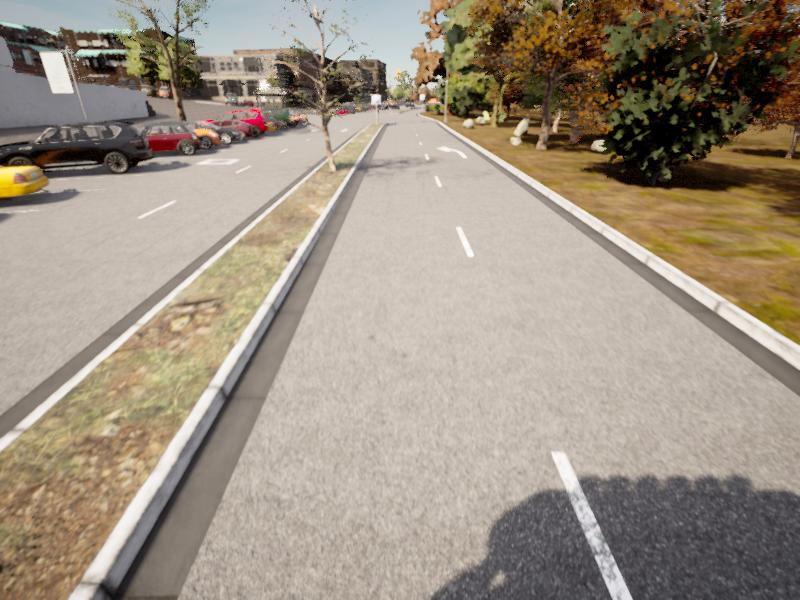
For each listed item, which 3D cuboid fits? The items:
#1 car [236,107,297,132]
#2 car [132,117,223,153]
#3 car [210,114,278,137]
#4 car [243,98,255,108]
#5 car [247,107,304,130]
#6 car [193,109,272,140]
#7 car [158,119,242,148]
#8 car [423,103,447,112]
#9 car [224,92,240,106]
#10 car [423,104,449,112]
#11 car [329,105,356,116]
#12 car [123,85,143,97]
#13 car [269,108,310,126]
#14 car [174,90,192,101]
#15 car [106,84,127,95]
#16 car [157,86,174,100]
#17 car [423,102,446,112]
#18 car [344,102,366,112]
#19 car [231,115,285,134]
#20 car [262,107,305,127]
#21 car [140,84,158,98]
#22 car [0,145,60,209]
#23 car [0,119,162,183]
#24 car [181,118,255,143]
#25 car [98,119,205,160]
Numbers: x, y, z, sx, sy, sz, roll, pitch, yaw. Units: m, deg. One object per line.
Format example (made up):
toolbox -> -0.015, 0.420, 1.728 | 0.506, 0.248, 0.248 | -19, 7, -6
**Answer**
car -> -13.784, -18.677, 41.308 | 5.566, 2.045, 2.435 | -10, 28, -17
car -> -13.827, -10.465, 25.277 | 4.553, 1.767, 2.185 | -10, 28, -17
car -> -13.953, -15.729, 36.003 | 5.366, 1.575, 1.946 | -10, 28, -17
car -> -28.158, -36.688, 74.475 | 2.002, 1.452, 4.674 | -4, 26, -20
car -> -13.711, -20.042, 44.020 | 5.566, 2.045, 2.435 | -10, 28, -17
car -> -13.814, -14.627, 33.256 | 5.566, 2.045, 2.435 | -10, 28, -17
car -> -13.799, -11.708, 28.021 | 4.892, 1.521, 2.231 | -10, 28, -17
car -> 7.674, -42.422, 88.043 | 4.553, 1.767, 2.185 | -6, 27, -12
car -> -31.152, -37.217, 74.275 | 2.435, 2.045, 5.566 | -4, 26, -20
car -> 8.210, -43.662, 90.770 | 5.366, 1.575, 1.946 | -6, 27, -12
car -> -9.419, -31.230, 66.064 | 3.988, 1.617, 1.851 | 3, 25, 7
car -> -49.290, -38.598, 73.942 | 1.946, 1.575, 5.366 | -4, 26, -20
car -> -13.620, -22.632, 49.450 | 4.553, 1.767, 2.185 | -10, 28, -17
car -> -40.191, -37.744, 74.066 | 2.231, 1.521, 4.892 | -4, 26, -20
car -> -52.243, -38.740, 73.711 | 2.002, 1.452, 4.674 | -3, 26, -20
car -> -43.136, -38.161, 73.788 | 1.878, 1.987, 4.442 | -3, 26, -20
car -> 7.291, -41.171, 85.347 | 4.442, 1.987, 1.878 | -6, 28, -13
car -> -10.233, -44.004, 91.075 | 4.442, 1.987, 1.878 | -7, 27, -12
car -> -13.764, -17.071, 38.762 | 4.674, 1.452, 2.002 | -10, 28, -17
car -> -13.595, -21.385, 46.744 | 4.442, 1.987, 1.878 | -10, 28, -17
car -> -46.152, -38.418, 73.691 | 1.878, 1.987, 4.442 | -3, 26, -20
car -> -13.980, -3.537, 11.901 | 5.366, 1.575, 1.946 | -10, 29, -17
car -> -13.829, -6.506, 17.179 | 5.566, 2.045, 2.435 | -10, 29, -17
car -> -13.814, -13.026, 30.699 | 4.792, 1.488, 2.163 | -10, 28, -17
car -> -13.767, -9.120, 22.611 | 4.553, 1.767, 2.185 | -10, 29, -17
